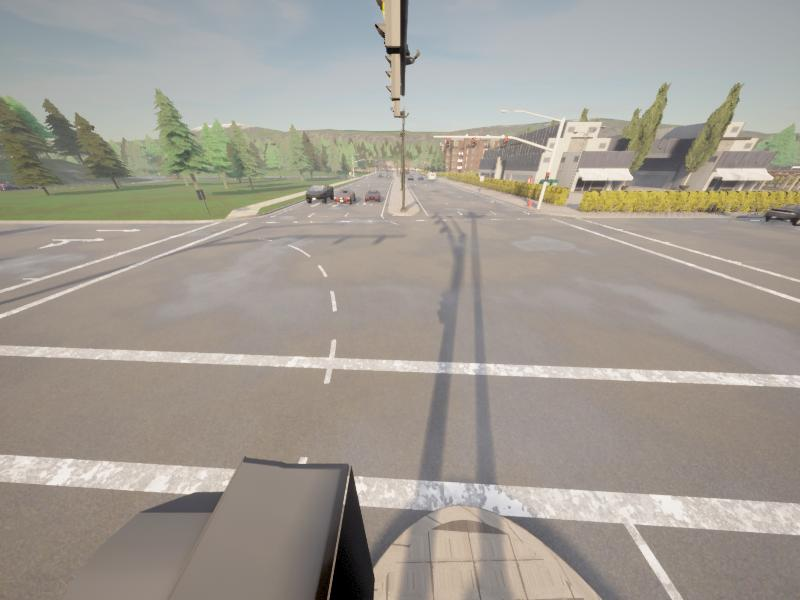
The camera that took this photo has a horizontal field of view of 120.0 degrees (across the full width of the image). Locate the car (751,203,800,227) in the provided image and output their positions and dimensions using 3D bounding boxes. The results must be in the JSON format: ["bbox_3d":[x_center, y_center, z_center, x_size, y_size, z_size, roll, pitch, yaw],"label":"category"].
[{"bbox_3d":[33.028,-6.929,18.796,4.902,1.511,2.128,0,30,0],"label":"car"}]

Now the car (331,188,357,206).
[{"bbox_3d":[-7.190,-13.642,30.312,2.152,1.651,5.027,0,30,-1],"label":"car"}]

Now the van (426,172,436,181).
[{"bbox_3d":[10.659,-42.364,79.256,2.351,2.431,6.366,0,30,0],"label":"van"}]

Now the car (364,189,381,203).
[{"bbox_3d":[-3.720,-14.464,31.989,1.994,1.385,4.181,0,30,-1],"label":"car"}]

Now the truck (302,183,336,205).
[{"bbox_3d":[-10.710,-14.415,31.174,2.390,2.098,6.274,0,30,-1],"label":"truck"}]
